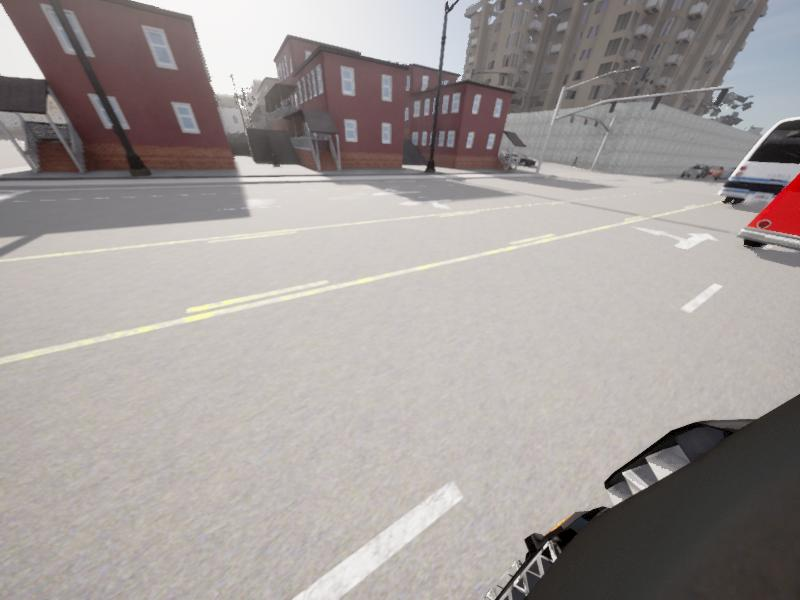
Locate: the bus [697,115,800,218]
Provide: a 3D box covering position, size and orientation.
[{"bbox_3d":[24.011,-8.110,14.101,10.273,4.253,3.944,-16,38,-26],"label":"bus"}]

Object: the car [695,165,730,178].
[{"bbox_3d":[52.311,-21.561,38.686,4.553,1.767,2.097,-16,38,-25],"label":"car"}]

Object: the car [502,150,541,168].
[{"bbox_3d":[19.422,-22.742,37.206,1.930,1.638,5.238,-16,43,-26],"label":"car"}]

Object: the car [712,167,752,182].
[{"bbox_3d":[47.106,-17.813,32.804,4.856,1.649,2.033,-16,38,-25],"label":"car"}]

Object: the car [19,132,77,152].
[{"bbox_3d":[-43.556,-19.726,28.776,1.932,1.855,4.605,-16,38,-25],"label":"car"}]

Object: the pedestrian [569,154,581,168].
[{"bbox_3d":[29.731,-23.586,39.207,0.751,1.860,0.751,-15,38,-25],"label":"pedestrian"}]

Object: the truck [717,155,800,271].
[{"bbox_3d":[12.691,-2.348,6.222,5.204,2.467,2.627,-11,36,-18],"label":"truck"}]

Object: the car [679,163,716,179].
[{"bbox_3d":[45.221,-19.615,35.150,4.605,1.855,1.932,-16,38,-25],"label":"car"}]
